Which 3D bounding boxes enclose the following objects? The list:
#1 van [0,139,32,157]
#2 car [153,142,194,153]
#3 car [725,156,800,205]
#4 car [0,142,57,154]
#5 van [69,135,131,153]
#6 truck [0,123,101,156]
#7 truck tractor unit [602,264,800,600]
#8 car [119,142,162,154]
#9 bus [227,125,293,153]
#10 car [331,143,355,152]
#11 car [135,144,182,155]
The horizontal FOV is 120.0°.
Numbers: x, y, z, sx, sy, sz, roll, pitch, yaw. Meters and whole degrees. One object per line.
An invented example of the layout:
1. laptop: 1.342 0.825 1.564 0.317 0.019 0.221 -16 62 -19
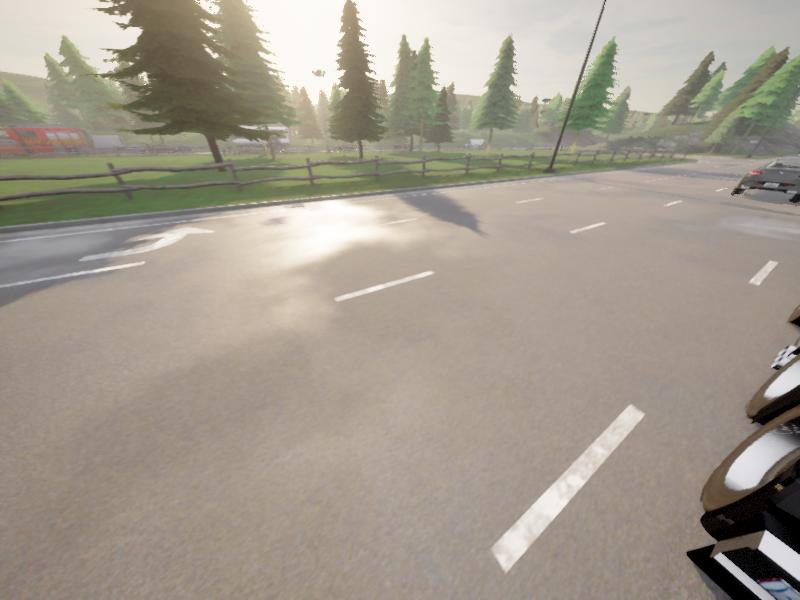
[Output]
1. van: -54.317 -20.401 31.058 4.442 1.987 1.775 -18 39 -24
2. car: -42.481 -28.665 43.469 5.008 1.535 1.882 -17 38 -25
3. car: 19.585 -6.232 11.775 5.027 1.651 2.152 -18 39 -24
4. car: -61.125 -24.951 37.884 4.974 1.542 2.038 -18 39 -24
5. van: -53.293 -27.882 41.317 5.915 2.561 1.988 -18 39 -24
6. truck: -52.765 -23.960 34.584 8.468 3.827 2.891 -18 39 -24
7. truck tractor unit: 5.112 -0.297 0.789 6.516 4.208 3.053 -18 39 -24
8. car: -45.394 -26.639 40.531 2.007 1.525 4.514 11 37 17
9. bus: -27.685 -32.130 46.236 10.273 4.253 3.944 -18 39 -24
10. car: -13.043 -35.024 52.866 5.027 1.651 2.152 -13 37 -18
11. car: -39.688 -24.912 38.139 4.892 1.490 1.837 -18 39 -24
